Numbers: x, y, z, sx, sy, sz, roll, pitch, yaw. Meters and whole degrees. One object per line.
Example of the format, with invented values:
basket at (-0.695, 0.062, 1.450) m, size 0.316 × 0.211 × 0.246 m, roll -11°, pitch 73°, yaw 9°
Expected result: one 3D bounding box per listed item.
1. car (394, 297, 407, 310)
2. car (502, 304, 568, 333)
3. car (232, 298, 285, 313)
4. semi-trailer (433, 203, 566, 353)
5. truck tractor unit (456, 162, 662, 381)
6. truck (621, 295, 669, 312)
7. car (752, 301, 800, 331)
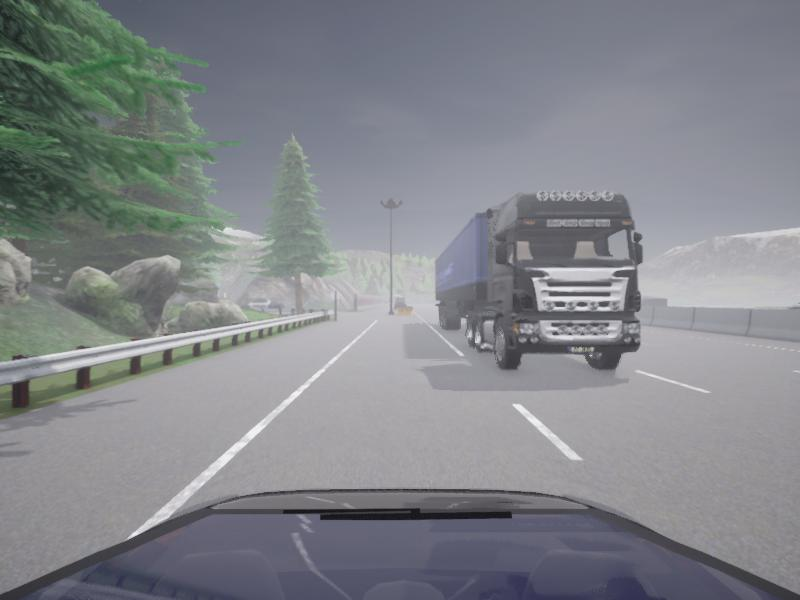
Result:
car at (0.061, 0.550, 61.554) m, size 1.905 × 1.878 × 3.866 m, roll 0°, pitch 0°, yaw 0°
car at (7.022, 0.909, 21.365) m, size 1.895 × 1.301 × 4.718 m, roll 0°, pitch 0°, yaw 0°
car at (-15.263, 0.562, 43.254) m, size 4.974 × 1.542 × 2.038 m, roll 0°, pitch 0°, yaw 0°
semi-trailer at (3.517, -0.650, 18.868) m, size 2.717 × 4.402 × 14.254 m, roll 0°, pitch 0°, yaw 0°
truck tractor unit at (3.513, -0.541, 10.951) m, size 3.053 × 4.208 × 6.516 m, roll 0°, pitch 0°, yaw 0°
truck at (31.551, 0.461, 51.881) m, size 2.390 × 2.098 × 6.274 m, roll 0°, pitch 0°, yaw 0°
car at (21.019, 0.805, 20.205) m, size 2.128 × 1.511 × 4.902 m, roll 0°, pitch 0°, yaw 0°
